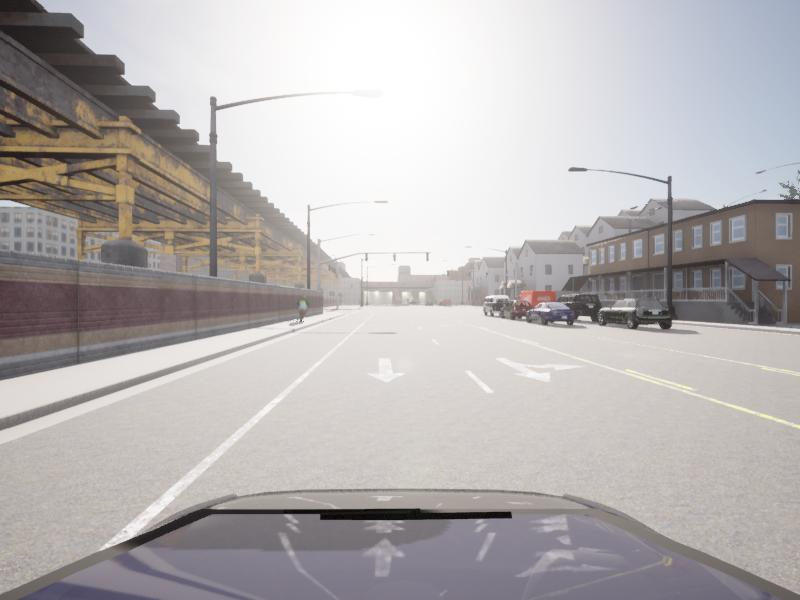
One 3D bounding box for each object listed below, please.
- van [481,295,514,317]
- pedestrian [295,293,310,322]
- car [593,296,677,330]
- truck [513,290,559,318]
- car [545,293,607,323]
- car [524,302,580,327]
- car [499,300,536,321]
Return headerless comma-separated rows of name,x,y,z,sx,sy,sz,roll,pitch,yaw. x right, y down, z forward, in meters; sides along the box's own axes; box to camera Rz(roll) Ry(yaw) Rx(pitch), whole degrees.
van,9.459,0.571,39.233,2.069,2.038,4.480,0,0,-2
pedestrian,-6.218,0.485,25.577,0.751,1.860,0.751,0,0,2
car,13.378,0.694,23.174,2.097,1.767,4.553,0,0,-2
truck,12.863,0.357,38.262,2.627,2.467,5.204,0,0,0
car,13.168,0.568,30.403,2.150,2.045,5.566,0,0,-1
car,9.787,0.870,26.232,1.812,1.442,4.674,0,0,-1
car,9.620,0.788,33.092,1.851,1.617,3.988,0,0,-2
